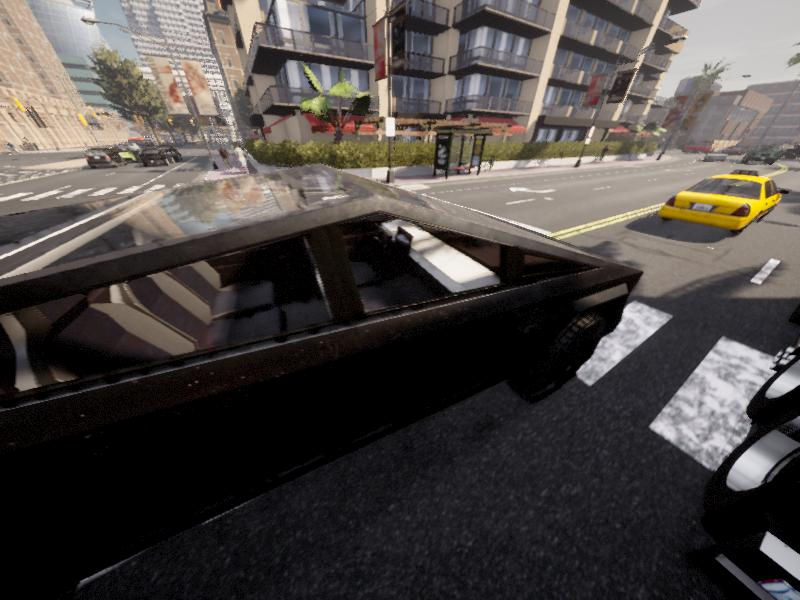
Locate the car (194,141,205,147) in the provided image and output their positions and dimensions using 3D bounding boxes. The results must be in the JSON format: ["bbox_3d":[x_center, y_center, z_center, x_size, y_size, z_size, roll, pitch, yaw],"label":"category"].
[{"bbox_3d":[-68.593,-53.589,79.127,1.801,1.575,5.366,-18,39,-25],"label":"car"}]

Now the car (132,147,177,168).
[{"bbox_3d":[-24.192,-14.253,22.991,1.837,1.490,4.892,-18,39,-25],"label":"car"}]

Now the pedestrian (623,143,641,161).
[{"bbox_3d":[28.871,-18.424,28.773,0.751,1.860,0.751,-19,39,-26],"label":"pedestrian"}]

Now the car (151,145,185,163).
[{"bbox_3d":[-27.416,-17.444,27.453,1.851,1.617,3.988,-18,39,-25],"label":"car"}]

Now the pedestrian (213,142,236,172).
[{"bbox_3d":[-13.428,-10.966,17.723,0.751,1.860,0.751,-14,37,-20],"label":"pedestrian"}]

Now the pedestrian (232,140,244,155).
[{"bbox_3d":[-24.922,-23.433,35.547,0.751,1.860,0.751,-11,36,-15],"label":"pedestrian"}]

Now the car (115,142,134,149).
[{"bbox_3d":[-72.799,-40.980,61.180,1.895,1.301,4.718,-19,39,-25],"label":"car"}]

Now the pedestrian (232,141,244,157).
[{"bbox_3d":[-22.176,-20.650,31.570,0.751,1.860,0.751,-19,39,-25],"label":"pedestrian"}]

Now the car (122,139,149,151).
[{"bbox_3d":[-57.053,-33.542,49.974,2.150,2.045,5.566,-18,39,-25],"label":"car"}]

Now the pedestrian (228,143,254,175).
[{"bbox_3d":[-11.102,-9.848,16.134,0.751,1.860,0.751,29,44,35],"label":"pedestrian"}]

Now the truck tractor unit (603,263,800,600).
[{"bbox_3d":[5.116,-0.291,0.802,6.516,4.208,3.053,-18,39,-25],"label":"truck tractor unit"}]

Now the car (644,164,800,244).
[{"bbox_3d":[10.691,-3.346,7.515,5.366,1.575,1.801,-18,39,-24],"label":"car"}]

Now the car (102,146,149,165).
[{"bbox_3d":[-30.104,-16.076,25.536,2.007,1.525,4.514,-18,39,-25],"label":"car"}]

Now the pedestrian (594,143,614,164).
[{"bbox_3d":[22.440,-16.121,25.412,0.751,1.860,0.751,-17,38,-23],"label":"pedestrian"}]

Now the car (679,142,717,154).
[{"bbox_3d":[67.053,-34.426,52.219,2.150,2.045,5.566,8,36,10],"label":"car"}]

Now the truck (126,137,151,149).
[{"bbox_3d":[-69.514,-41.920,61.535,2.627,2.467,5.204,-18,39,-25],"label":"truck"}]

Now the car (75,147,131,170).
[{"bbox_3d":[-26.962,-13.034,21.165,1.789,1.549,3.705,-18,39,-25],"label":"car"}]

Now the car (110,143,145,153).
[{"bbox_3d":[-50.922,-28.535,43.272,3.633,1.501,1.845,-19,39,-25],"label":"car"}]

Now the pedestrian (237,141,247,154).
[{"bbox_3d":[-27.295,-26.293,39.901,0.751,1.860,0.751,-18,39,-24],"label":"pedestrian"}]

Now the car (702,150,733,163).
[{"bbox_3d":[41.697,-18.949,30.430,4.718,1.301,1.895,-27,43,-34],"label":"car"}]

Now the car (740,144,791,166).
[{"bbox_3d":[43.319,-17.416,27.583,5.566,2.045,2.150,-27,43,-33],"label":"car"}]

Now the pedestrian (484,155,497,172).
[{"bbox_3d":[7.269,-10.983,18.575,0.500,1.100,0.500,-14,37,-20],"label":"pedestrian"}]

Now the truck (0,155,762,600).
[{"bbox_3d":[-0.846,0.109,2.006,6.274,2.098,2.390,-15,38,-20],"label":"truck"}]
